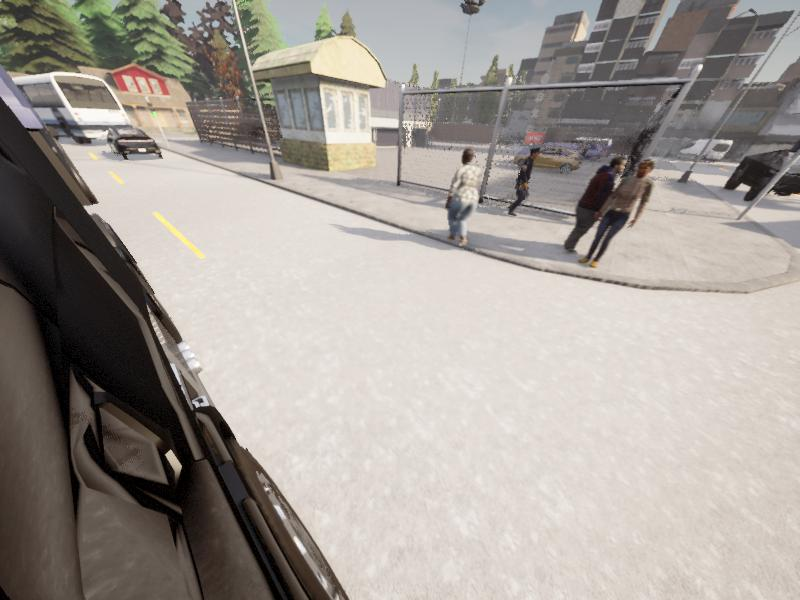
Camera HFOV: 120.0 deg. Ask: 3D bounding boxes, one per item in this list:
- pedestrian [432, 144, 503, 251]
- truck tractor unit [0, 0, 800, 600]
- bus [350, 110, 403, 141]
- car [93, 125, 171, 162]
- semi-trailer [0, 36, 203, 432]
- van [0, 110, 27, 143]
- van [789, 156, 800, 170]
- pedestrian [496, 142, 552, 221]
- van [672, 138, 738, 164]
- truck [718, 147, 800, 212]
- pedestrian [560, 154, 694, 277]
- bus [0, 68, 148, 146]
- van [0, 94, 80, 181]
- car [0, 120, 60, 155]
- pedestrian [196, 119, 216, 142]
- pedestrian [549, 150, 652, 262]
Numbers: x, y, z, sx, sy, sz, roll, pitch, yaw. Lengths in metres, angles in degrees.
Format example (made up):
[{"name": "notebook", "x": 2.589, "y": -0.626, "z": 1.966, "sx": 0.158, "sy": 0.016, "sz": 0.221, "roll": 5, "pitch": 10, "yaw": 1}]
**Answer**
[{"name": "pedestrian", "x": 1.286, "y": -2.070, "z": 4.768, "sx": 0.751, "sy": 1.860, "sz": 0.751, "roll": -11, "pitch": 39, "yaw": -18}, {"name": "truck tractor unit", "x": -2.645, "y": -0.295, "z": 0.351, "sx": 6.516, "sy": 4.208, "sz": 3.053, "roll": 28, "pitch": 44, "yaw": 30}, {"name": "bus", "x": -4.192, "y": -33.589, "z": 44.671, "sx": 3.944, "sy": 4.253, "sz": 10.273, "roll": 28, "pitch": 44, "yaw": 30}, {"name": "car", "x": -16.711, "y": -9.815, "z": 14.383, "sx": 4.902, "sy": 1.511, "sz": 2.128, "roll": 28, "pitch": 44, "yaw": 30}, {"name": "semi-trailer", "x": -8.745, "y": -3.579, "z": 4.170, "sx": 14.254, "sy": 4.402, "sz": 2.717, "roll": 28, "pitch": 43, "yaw": 29}, {"name": "van", "x": -31.739, "y": -12.567, "z": 16.654, "sx": 4.442, "sy": 1.987, "sz": 1.775, "roll": -21, "pitch": 42, "yaw": -28}, {"name": "van", "x": 51.910, "y": -16.191, "z": 26.724, "sx": 6.366, "sy": 2.431, "sz": 2.351, "roll": 27, "pitch": 43, "yaw": 28}, {"name": "pedestrian", "x": 3.528, "y": -3.403, "z": 6.677, "sx": 0.751, "sy": 1.860, "sz": 0.751, "roll": 25, "pitch": 42, "yaw": 27}, {"name": "van", "x": 42.466, "y": -21.082, "z": 32.528, "sx": 1.988, "sy": 2.561, "sz": 5.915, "roll": 12, "pitch": 38, "yaw": 8}, {"name": "truck", "x": 18.809, "y": -6.049, "z": 11.246, "sx": 2.390, "sy": 2.098, "sz": 6.274, "roll": 28, "pitch": 44, "yaw": 30}, {"name": "pedestrian", "x": 3.870, "y": -1.476, "z": 4.127, "sx": 0.751, "sy": 1.860, "sz": 0.751, "roll": -18, "pitch": 41, "yaw": -25}, {"name": "bus", "x": -27.747, "y": -15.844, "z": 19.396, "sx": 10.273, "sy": 4.253, "sz": 3.944, "roll": 17, "pitch": 40, "yaw": 19}, {"name": "van", "x": -16.290, "y": -6.998, "z": 9.800, "sx": 5.915, "sy": 2.561, "sz": 1.988, "roll": 28, "pitch": 43, "yaw": 30}, {"name": "car", "x": -23.199, "y": -10.043, "z": 14.219, "sx": 3.705, "sy": 1.549, "sz": 1.789, "roll": 26, "pitch": 43, "yaw": 28}, {"name": "pedestrian", "x": -19.707, "y": -17.161, "z": 23.468, "sx": 0.751, "sy": 1.860, "sz": 0.751, "roll": 28, "pitch": 44, "yaw": 30}, {"name": "pedestrian", "x": 3.787, "y": -1.836, "z": 4.603, "sx": 0.751, "sy": 1.860, "sz": 0.751, "roll": 19, "pitch": 40, "yaw": 21}]
